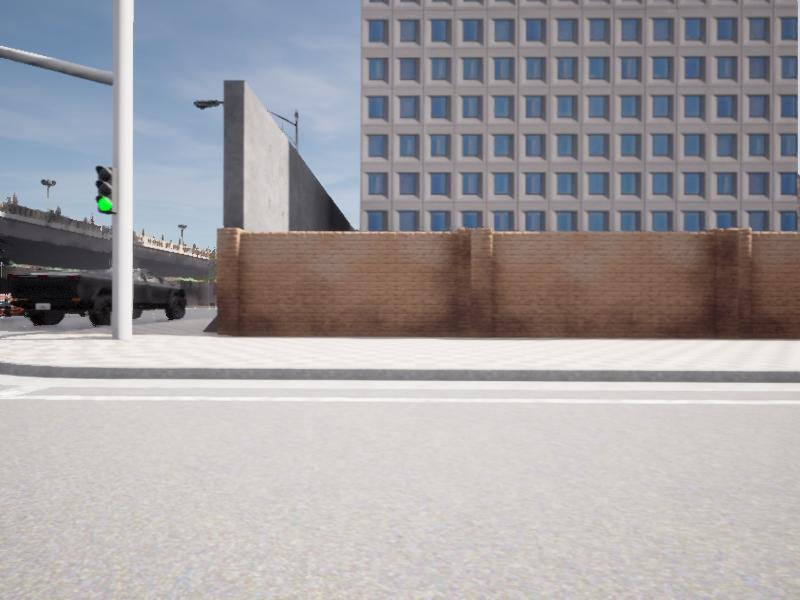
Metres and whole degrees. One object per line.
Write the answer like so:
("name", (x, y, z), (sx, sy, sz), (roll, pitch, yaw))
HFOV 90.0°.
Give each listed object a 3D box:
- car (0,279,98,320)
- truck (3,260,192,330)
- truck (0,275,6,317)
("car", (-17.695, -0.028, 19.744), (2.097, 1.767, 4.553), (0, 0, 1))
("truck", (-10.756, -0.154, 15.202), (2.390, 2.098, 6.274), (0, 0, 1))
("truck", (-21.230, -0.193, 17.149), (2.390, 2.098, 6.274), (0, 0, 1))
